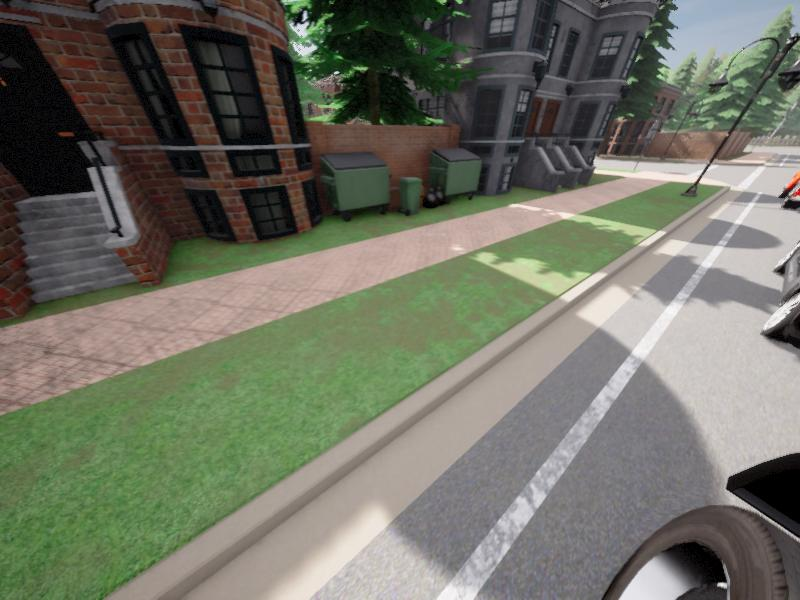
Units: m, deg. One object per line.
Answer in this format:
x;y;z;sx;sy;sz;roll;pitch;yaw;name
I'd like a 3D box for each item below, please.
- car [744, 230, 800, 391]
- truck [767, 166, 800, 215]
6.772;-0.290;2.843;5.238;1.638;1.930;-22;41;-28;car
16.199;-4.485;7.995;5.204;2.467;2.627;-22;41;-28;truck
